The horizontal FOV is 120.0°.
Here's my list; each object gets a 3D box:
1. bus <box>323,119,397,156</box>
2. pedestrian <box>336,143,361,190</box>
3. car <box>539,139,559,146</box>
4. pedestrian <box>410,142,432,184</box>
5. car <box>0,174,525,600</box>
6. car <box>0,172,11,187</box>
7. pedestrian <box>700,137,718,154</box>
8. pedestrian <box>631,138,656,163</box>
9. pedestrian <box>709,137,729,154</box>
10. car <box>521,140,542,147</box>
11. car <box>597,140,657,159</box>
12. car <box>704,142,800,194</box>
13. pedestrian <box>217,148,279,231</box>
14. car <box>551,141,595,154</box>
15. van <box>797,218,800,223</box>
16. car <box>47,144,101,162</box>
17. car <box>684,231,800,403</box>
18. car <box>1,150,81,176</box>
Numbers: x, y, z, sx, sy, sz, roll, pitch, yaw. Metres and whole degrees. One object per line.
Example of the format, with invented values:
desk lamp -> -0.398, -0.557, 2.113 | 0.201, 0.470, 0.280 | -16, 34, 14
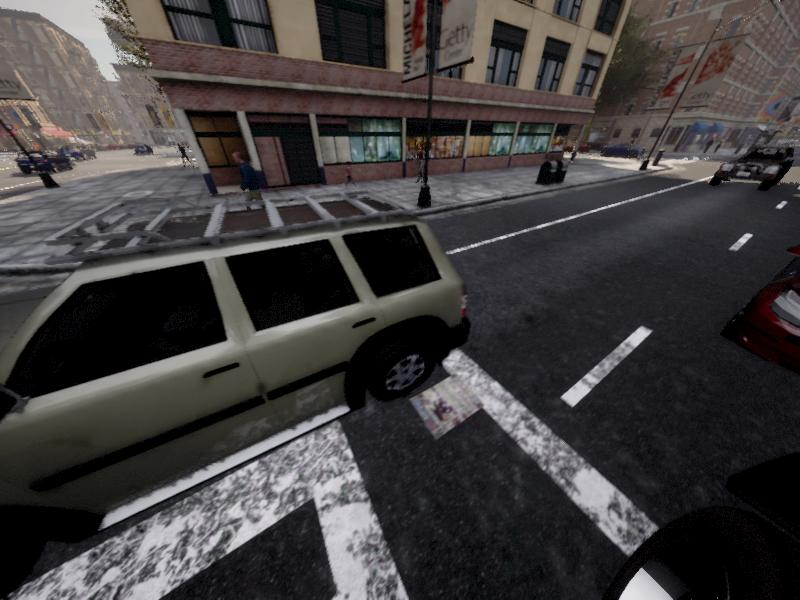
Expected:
bus -> -5.821, -24.995, 35.647 | 10.273, 4.253, 3.944 | -20, 40, -25
pedestrian -> -2.447, -6.356, 10.999 | 0.751, 1.860, 0.751 | -15, 38, -20
car -> 40.942, -43.162, 63.286 | 5.238, 1.638, 1.930 | -20, 40, -25
pedestrian -> 1.069, -7.219, 12.196 | 0.751, 1.860, 0.751 | -20, 40, -25
car -> -1.543, 0.166, 2.052 | 4.605, 1.855, 1.932 | -17, 39, -23
car -> -23.111, -5.980, 11.330 | 2.033, 1.411, 5.357 | -20, 40, -25
pedestrian -> 42.609, -21.323, 31.857 | 0.751, 1.860, 0.751 | -28, 44, -33
pedestrian -> 22.544, -13.841, 21.412 | 0.751, 1.860, 0.751 | -20, 40, -25
pedestrian -> 43.166, -20.910, 31.268 | 0.751, 1.860, 0.751 | -21, 40, -26
car -> 34.120, -40.611, 59.894 | 4.902, 1.511, 2.128 | -20, 40, -25
car -> 28.210, -18.906, 28.904 | 2.097, 1.767, 4.553 | -20, 40, -25
car -> 18.628, -6.991, 12.026 | 4.605, 1.855, 1.932 | -20, 40, -24
pedestrian -> -3.915, -2.916, 6.139 | 0.751, 1.860, 0.751 | -14, 38, -19
car -> 26.840, -23.847, 36.133 | 1.882, 1.535, 5.008 | -21, 40, -26
van -> 15.863, -3.854, 7.136 | 6.366, 2.431, 2.351 | -20, 40, -25
car -> -40.438, -18.427, 28.881 | 2.152, 1.651, 5.027 | -20, 40, -25
car -> 6.324, -0.117, 2.747 | 4.792, 1.488, 2.163 | -18, 38, -23
car -> -28.655, -11.199, 18.689 | 1.816, 1.474, 4.193 | -20, 40, -25
